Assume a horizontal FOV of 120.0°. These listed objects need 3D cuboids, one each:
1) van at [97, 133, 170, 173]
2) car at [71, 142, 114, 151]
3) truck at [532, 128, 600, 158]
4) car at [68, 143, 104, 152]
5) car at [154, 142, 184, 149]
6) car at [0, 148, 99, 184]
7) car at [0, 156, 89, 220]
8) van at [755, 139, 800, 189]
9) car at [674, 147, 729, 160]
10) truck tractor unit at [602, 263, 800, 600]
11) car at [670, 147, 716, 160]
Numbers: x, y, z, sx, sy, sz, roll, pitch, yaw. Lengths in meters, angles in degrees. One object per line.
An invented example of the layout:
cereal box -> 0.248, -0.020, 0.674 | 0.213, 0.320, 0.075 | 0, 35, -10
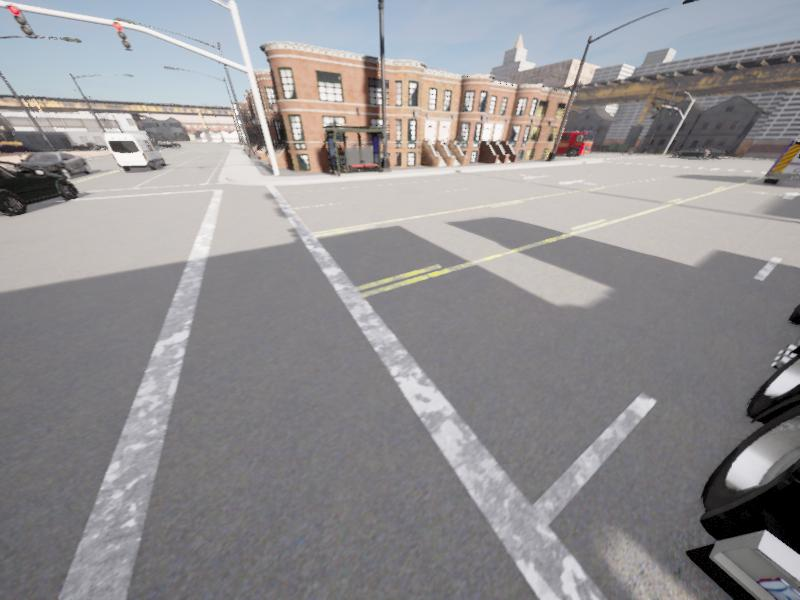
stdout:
van -> -22.643, -12.853, 20.063 | 1.988, 2.561, 5.915 | -18, 39, -24
car -> -66.883, -33.501, 50.360 | 5.238, 1.638, 1.930 | -20, 40, -25
truck -> 27.948, -26.931, 39.604 | 2.891, 3.827, 8.468 | -18, 39, -24
car -> -65.109, -31.668, 47.959 | 3.806, 1.475, 1.970 | -20, 40, -25
car -> -59.768, -40.075, 59.851 | 4.902, 1.511, 2.128 | -5, 35, -7
car -> -23.150, -9.070, 15.407 | 1.930, 1.638, 5.238 | -18, 39, -25
car -> -14.752, -4.276, 8.616 | 1.851, 1.617, 3.988 | -13, 37, -18
van -> 26.256, -8.759, 14.691 | 6.366, 2.431, 2.351 | -18, 39, -24
car -> 47.017, -23.015, 36.181 | 1.837, 1.490, 4.892 | -18, 39, -24
truck tractor unit -> 5.109, -0.303, 0.784 | 6.516, 4.208, 3.053 | -18, 39, -24
car -> 43.977, -22.064, 34.735 | 1.789, 1.549, 3.705 | -18, 39, -24
